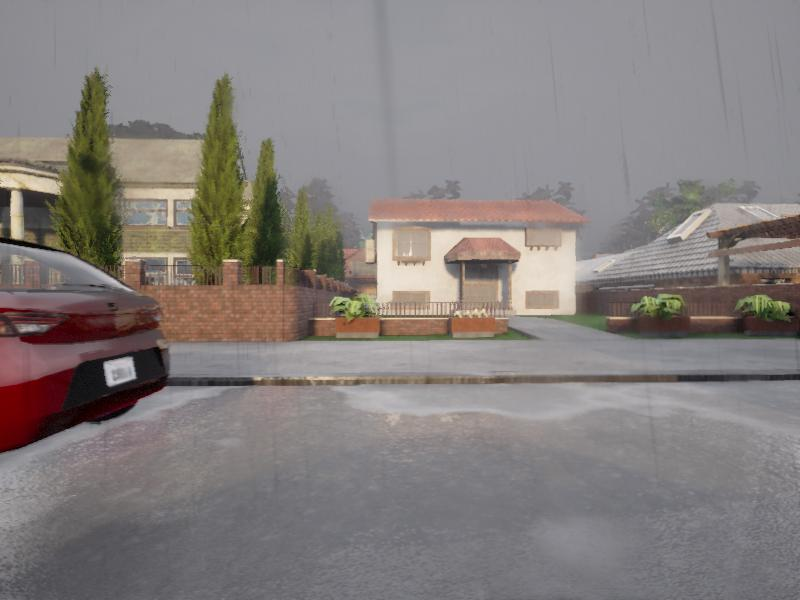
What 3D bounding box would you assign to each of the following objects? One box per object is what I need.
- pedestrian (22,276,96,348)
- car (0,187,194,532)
[{"bbox_3d":[-6.437,0.216,7.580,0.751,1.300,0.751,0,0,8],"label":"pedestrian"},{"bbox_3d":[-3.839,0.256,2.461,4.193,1.474,1.816,0,0,-2],"label":"car"}]
